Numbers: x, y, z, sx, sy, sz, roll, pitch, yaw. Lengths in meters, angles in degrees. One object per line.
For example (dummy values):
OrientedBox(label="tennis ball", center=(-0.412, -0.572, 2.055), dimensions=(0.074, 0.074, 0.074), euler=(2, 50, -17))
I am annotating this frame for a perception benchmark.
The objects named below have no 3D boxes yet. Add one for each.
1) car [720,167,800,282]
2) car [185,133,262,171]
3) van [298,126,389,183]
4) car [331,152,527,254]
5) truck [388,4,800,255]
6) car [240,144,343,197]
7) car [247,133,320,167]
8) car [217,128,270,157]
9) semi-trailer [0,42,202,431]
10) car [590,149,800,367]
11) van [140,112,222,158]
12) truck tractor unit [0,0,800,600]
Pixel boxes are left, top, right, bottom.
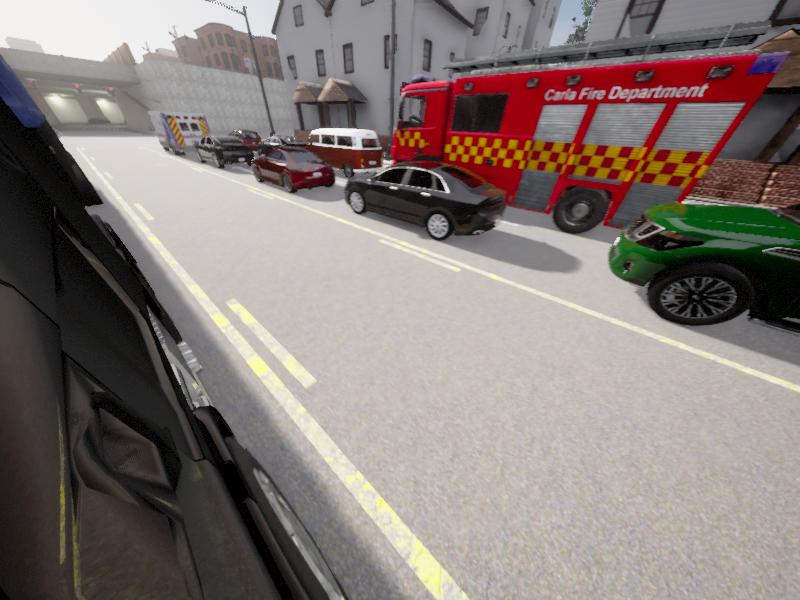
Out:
OrientedBox(label="car", center=(9.770, -0.895, 3.931), dimensions=(4.553, 1.767, 2.097), euler=(28, 44, 30))
OrientedBox(label="car", center=(-10.387, -8.783, 13.547), dimensions=(4.892, 1.490, 1.837), euler=(28, 44, 30))
OrientedBox(label="van", center=(-2.959, -7.782, 12.195), dimensions=(4.480, 2.038, 2.069), euler=(28, 44, 30))
OrientedBox(label="car", center=(0.449, -3.005, 6.450), dimensions=(4.892, 1.490, 1.837), euler=(28, 44, 30))
OrientedBox(label="truck", center=(3.742, -4.945, 7.301), dimensions=(8.468, 3.827, 2.891), euler=(28, 44, 30))
OrientedBox(label="car", center=(-4.614, -5.638, 9.781), dimensions=(4.181, 1.385, 1.994), euler=(29, 44, 31))
OrientedBox(label="car", center=(-7.886, -10.188, 15.568), dimensions=(4.902, 1.511, 2.128), euler=(28, 44, 30))
OrientedBox(label="car", center=(-12.610, -12.755, 18.646), dimensions=(3.988, 1.617, 1.851), euler=(28, 44, 30))
OrientedBox(label="semi-trailer", center=(-8.701, -3.593, 4.239), dimensions=(14.254, 4.402, 2.717), euler=(28, 44, 30))
OrientedBox(label="car", center=(6.087, -0.226, 2.600), dimensions=(5.566, 2.045, 2.150), euler=(28, 44, 30))
OrientedBox(label="van", center=(-16.251, -12.298, 17.127), dimensions=(6.366, 2.431, 2.351), euler=(28, 44, 30))
OrientedBox(label="truck tractor unit", center=(-2.645, -0.295, 0.351), dimensions=(6.516, 4.208, 3.053), euler=(28, 44, 30))
